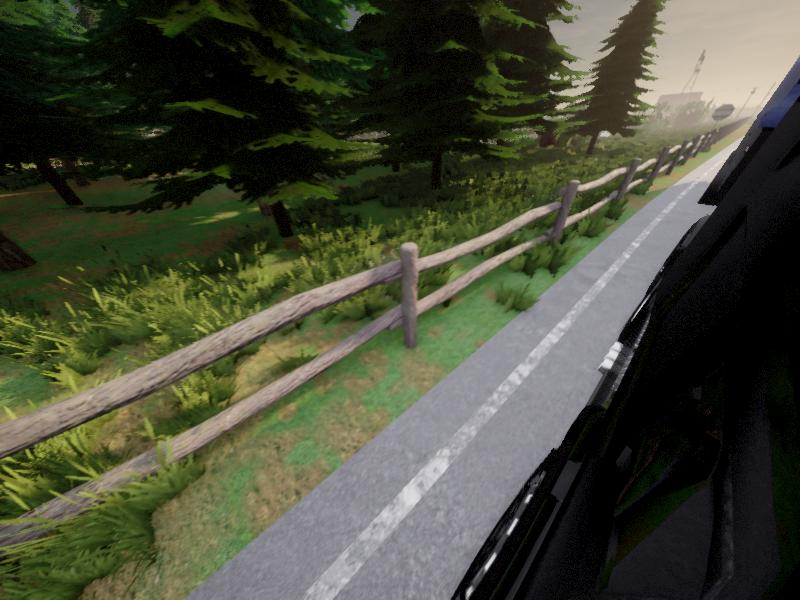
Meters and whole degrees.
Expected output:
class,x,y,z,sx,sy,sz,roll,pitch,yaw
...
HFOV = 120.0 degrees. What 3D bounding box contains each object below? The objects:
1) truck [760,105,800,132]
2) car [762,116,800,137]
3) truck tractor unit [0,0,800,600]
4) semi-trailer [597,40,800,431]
class,x,y,z,sx,sy,sz,roll,pitch,yaw
truck,48.533,-22.730,28.932,5.204,2.467,2.627,-28,44,-28
car,39.295,-17.758,23.602,3.988,1.617,1.851,-27,43,-29
truck tractor unit,2.645,-0.295,0.351,6.516,4.208,3.053,-28,44,-30
semi-trailer,8.709,-3.599,4.216,14.254,4.402,2.717,-28,44,-30
